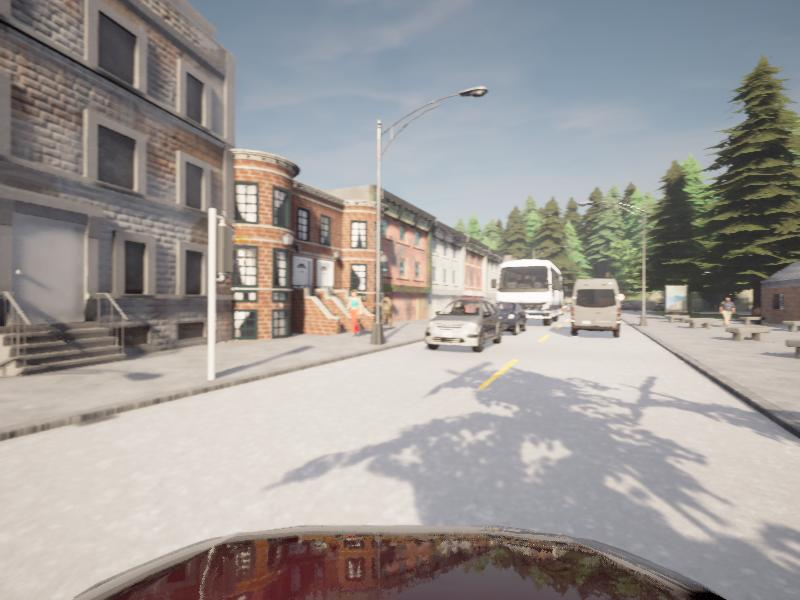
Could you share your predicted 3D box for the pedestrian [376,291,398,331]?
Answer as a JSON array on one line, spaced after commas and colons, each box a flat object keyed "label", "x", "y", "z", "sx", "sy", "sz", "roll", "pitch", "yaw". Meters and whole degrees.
[{"label": "pedestrian", "x": -0.615, "y": 0.504, "z": 18.981, "sx": 0.751, "sy": 1.860, "sz": 0.751, "roll": 0, "pitch": 0, "yaw": 24}]

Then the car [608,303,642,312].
[{"label": "car", "x": 37.697, "y": 1.272, "z": 67.210, "sx": 4.674, "sy": 1.442, "sz": 1.812, "roll": 0, "pitch": 0, "yaw": 7}]

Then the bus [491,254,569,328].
[{"label": "bus", "x": 9.645, "y": -0.502, "z": 28.563, "sx": 3.944, "sy": 4.253, "sz": 10.273, "roll": 0, "pitch": 0, "yaw": 26}]

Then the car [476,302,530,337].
[{"label": "car", "x": 5.063, "y": 0.838, "z": 19.400, "sx": 1.845, "sy": 1.501, "sz": 3.633, "roll": 0, "pitch": 0, "yaw": 26}]

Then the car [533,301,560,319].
[{"label": "car", "x": 13.582, "y": 0.850, "z": 36.985, "sx": 1.801, "sy": 1.575, "sz": 5.366, "roll": 0, "pitch": 0, "yaw": 26}]

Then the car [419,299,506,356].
[{"label": "car", "x": 2.289, "y": 0.787, "z": 13.678, "sx": 1.851, "sy": 1.617, "sz": 3.988, "roll": 0, "pitch": 0, "yaw": 26}]

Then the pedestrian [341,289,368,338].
[{"label": "pedestrian", "x": -1.767, "y": 0.499, "z": 15.626, "sx": 0.751, "sy": 1.860, "sz": 0.751, "roll": 0, "pitch": 0, "yaw": 34}]

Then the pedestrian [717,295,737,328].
[{"label": "pedestrian", "x": 18.983, "y": 0.639, "z": 23.238, "sx": 0.751, "sy": 1.860, "sz": 0.751, "roll": 0, "pitch": 0, "yaw": 23}]

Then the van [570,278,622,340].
[{"label": "van", "x": 9.671, "y": 0.366, "z": 19.771, "sx": 1.988, "sy": 2.561, "sz": 5.915, "roll": 0, "pitch": 0, "yaw": 26}]
